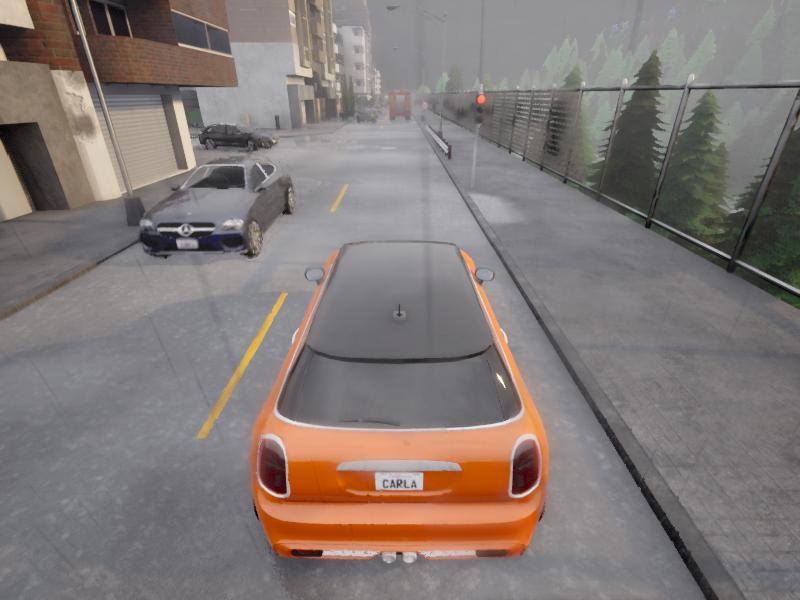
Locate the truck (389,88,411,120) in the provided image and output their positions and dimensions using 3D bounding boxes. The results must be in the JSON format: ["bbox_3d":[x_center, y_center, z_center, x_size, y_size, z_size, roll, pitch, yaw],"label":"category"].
[{"bbox_3d":[0.013,-27.916,56.770,2.891,3.827,8.468,0,27,0],"label":"truck"}]

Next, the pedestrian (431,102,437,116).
[{"bbox_3d":[5.226,-29.349,61.427,0.751,1.860,0.751,6,28,11],"label":"pedestrian"}]

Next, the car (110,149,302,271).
[{"bbox_3d":[-4.036,-2.454,9.616,2.152,1.651,5.027,0,27,-1],"label":"car"}]

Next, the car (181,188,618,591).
[{"bbox_3d":[-0.002,0.156,4.347,2.097,1.767,4.553,0,27,0],"label":"car"}]

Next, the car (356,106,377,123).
[{"bbox_3d":[-3.996,-22.512,48.474,2.097,1.767,4.553,0,27,0],"label":"car"}]

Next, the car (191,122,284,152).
[{"bbox_3d":[-9.832,-9.935,24.322,4.892,1.490,1.837,7,27,14],"label":"car"}]

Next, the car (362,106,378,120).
[{"bbox_3d":[-3.998,-25.669,54.853,1.801,1.575,5.366,0,27,0],"label":"car"}]
